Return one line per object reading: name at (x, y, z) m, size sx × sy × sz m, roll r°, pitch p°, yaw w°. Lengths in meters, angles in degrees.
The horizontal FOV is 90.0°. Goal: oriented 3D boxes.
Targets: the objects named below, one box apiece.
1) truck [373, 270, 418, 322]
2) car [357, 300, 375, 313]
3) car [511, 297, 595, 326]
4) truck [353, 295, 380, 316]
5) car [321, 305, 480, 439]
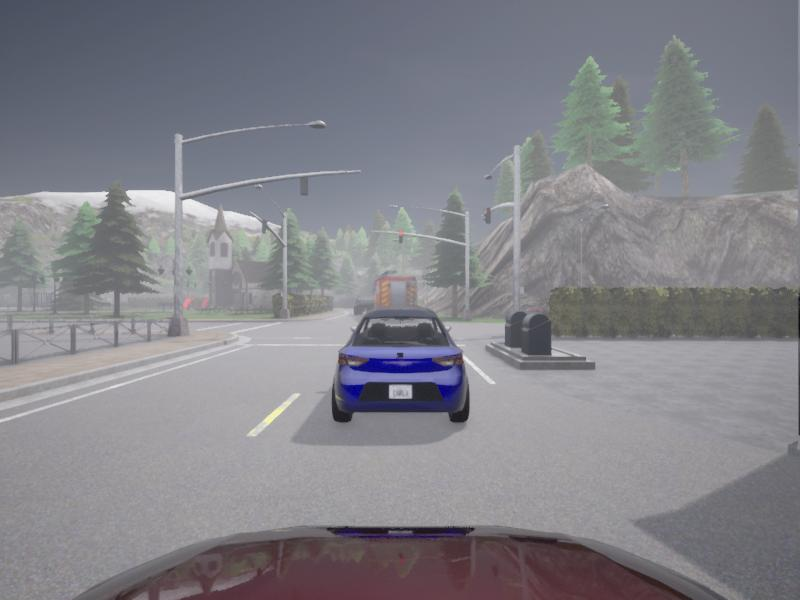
truck at (-0.578, -0.321, 33.799) m, size 2.891 × 3.827 × 8.468 m, roll 0°, pitch 0°, yaw -7°
car at (-4.307, 0.771, 50.661) m, size 1.930 × 1.638 × 5.238 m, roll 0°, pitch 0°, yaw -9°
car at (9.678, 0.694, 25.515) m, size 4.553 × 1.767 × 2.097 m, roll 0°, pitch 0°, yaw 0°
truck at (-3.439, 0.542, 42.504) m, size 2.390 × 2.098 × 6.274 m, roll 0°, pitch 0°, yaw 0°
car at (0.012, 0.854, 6.661) m, size 1.816 × 1.474 × 4.193 m, roll 0°, pitch 0°, yaw 0°
